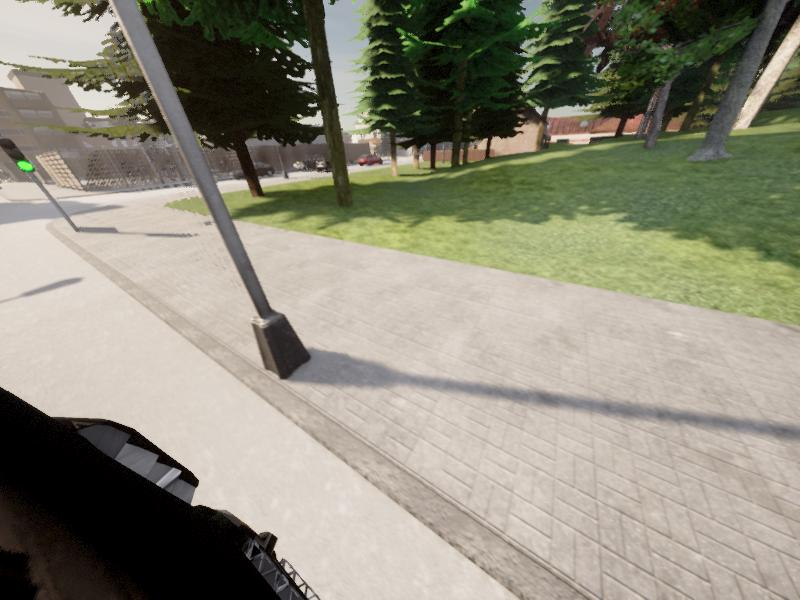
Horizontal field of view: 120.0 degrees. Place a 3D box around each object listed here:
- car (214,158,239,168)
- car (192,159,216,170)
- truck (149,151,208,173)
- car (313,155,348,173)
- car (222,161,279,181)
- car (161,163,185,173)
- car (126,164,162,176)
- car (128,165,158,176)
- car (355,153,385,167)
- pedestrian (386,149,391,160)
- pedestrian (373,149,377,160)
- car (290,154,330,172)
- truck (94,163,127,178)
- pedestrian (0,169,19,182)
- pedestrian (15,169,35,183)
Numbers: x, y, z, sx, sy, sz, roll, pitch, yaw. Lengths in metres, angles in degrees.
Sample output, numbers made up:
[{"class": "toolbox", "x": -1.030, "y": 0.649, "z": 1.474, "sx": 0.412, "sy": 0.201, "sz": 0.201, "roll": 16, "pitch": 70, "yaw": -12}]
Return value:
[{"class": "car", "x": -38.339, "y": -30.170, "z": 51.024, "sx": 4.611, "sy": 1.667, "sz": 2.242, "roll": 17, "pitch": 38, "yaw": 27}, {"class": "car", "x": -40.801, "y": -28.219, "z": 48.087, "sx": 3.866, "sy": 1.878, "sz": 1.905, "roll": 17, "pitch": 38, "yaw": 27}, {"class": "truck", "x": -50.112, "y": -31.645, "z": 52.766, "sx": 2.891, "sy": 3.827, "sz": 8.468, "roll": 17, "pitch": 38, "yaw": 27}, {"class": "car", "x": -8.834, "y": -17.545, "z": 29.739, "sx": 1.851, "sy": 1.617, "sz": 3.988, "roll": 17, "pitch": 38, "yaw": 27}, {"class": "car", "x": -16.557, "y": -14.539, "z": 25.927, "sx": 1.837, "sy": 1.490, "sz": 4.892, "roll": 16, "pitch": 38, "yaw": 27}, {"class": "car", "x": -44.256, "y": -25.807, "z": 45.034, "sx": 3.633, "sy": 1.501, "sz": 1.845, "roll": 17, "pitch": 38, "yaw": 27}, {"class": "car", "x": -46.094, "y": -23.487, "z": 41.660, "sx": 1.789, "sy": 1.547, "sz": 3.705, "roll": 17, "pitch": 38, "yaw": 27}, {"class": "car", "x": -46.346, "y": -23.357, "z": 41.614, "sx": 5.357, "sy": 1.415, "sz": 2.033, "roll": 17, "pitch": 38, "yaw": 27}, {"class": "car", "x": -4.502, "y": -21.426, "z": 35.321, "sx": 2.007, "sy": 1.525, "sz": 4.514, "roll": 16, "pitch": 38, "yaw": 26}, {"class": "pedestrian", "x": -2.546, "y": -31.901, "z": 50.636, "sx": 0.751, "sy": 1.860, "sz": 0.751, "roll": 11, "pitch": 36, "yaw": 21}, {"class": "pedestrian", "x": -5.305, "y": -30.766, "z": 48.941, "sx": 0.751, "sy": 1.860, "sz": 0.751, "roll": -5, "pitch": 33, "yaw": -2}, {"class": "car", "x": -12.200, "y": -18.726, "z": 31.553, "sx": 1.932, "sy": 1.855, "sz": 4.605, "roll": 17, "pitch": 38, "yaw": 27}, {"class": "truck", "x": -48.568, "y": -21.717, "z": 38.754, "sx": 4.478, "sy": 2.038, "sz": 2.069, "roll": 17, "pitch": 38, "yaw": 27}, {"class": "pedestrian", "x": -70.633, "y": -22.495, "z": 41.754, "sx": 0.751, "sy": 1.860, "sz": 0.751, "roll": 0, "pitch": 34, "yaw": 5}, {"class": "pedestrian", "x": -56.776, "y": -18.761, "z": 35.007, "sx": 0.751, "sy": 1.860, "sz": 0.751, "roll": 23, "pitch": 41, "yaw": 34}]
